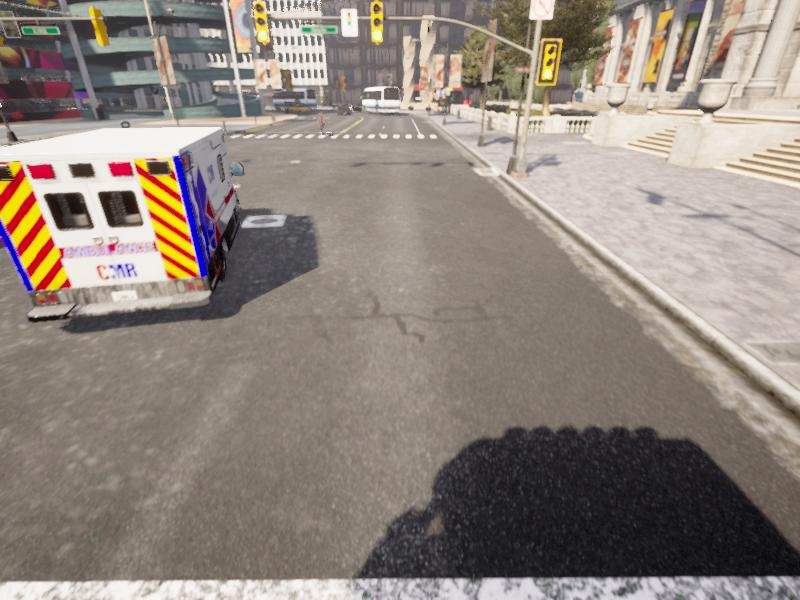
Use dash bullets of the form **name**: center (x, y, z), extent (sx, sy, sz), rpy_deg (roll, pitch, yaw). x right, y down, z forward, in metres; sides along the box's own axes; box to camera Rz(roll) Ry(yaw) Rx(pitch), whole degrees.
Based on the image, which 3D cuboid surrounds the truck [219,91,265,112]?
- **truck**: center (-32.614, -41.170, 82.822), extent (8.468, 3.827, 2.891), rpy_deg (10, 29, 19)

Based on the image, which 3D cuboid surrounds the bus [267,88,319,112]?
- **bus**: center (-22.804, -42.633, 85.207), extent (10.273, 4.253, 3.944), rpy_deg (14, 30, 25)

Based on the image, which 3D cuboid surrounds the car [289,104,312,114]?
- **car**: center (-18.636, -35.650, 74.555), extent (1.801, 1.575, 5.366), rpy_deg (-21, 34, -34)

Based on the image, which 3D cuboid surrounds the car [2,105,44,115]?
- **car**: center (-62.324, -31.434, 66.207), extent (4.514, 1.523, 2.007), rpy_deg (0, 27, 0)

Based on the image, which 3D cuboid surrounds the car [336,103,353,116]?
- **car**: center (-9.087, -31.098, 65.288), extent (1.905, 1.878, 3.866), rpy_deg (-8, 28, -15)

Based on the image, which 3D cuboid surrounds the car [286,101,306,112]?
- **car**: center (-21.025, -39.084, 80.901), extent (3.866, 1.878, 1.905), rpy_deg (21, 34, 35)

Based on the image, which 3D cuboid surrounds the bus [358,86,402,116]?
- **bus**: center (-3.572, -34.596, 69.516), extent (3.944, 4.253, 10.273), rpy_deg (-12, 29, -22)

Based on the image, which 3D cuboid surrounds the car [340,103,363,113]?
- **car**: center (-9.714, -38.260, 79.597), extent (2.038, 1.542, 4.974), rpy_deg (-21, 34, -34)

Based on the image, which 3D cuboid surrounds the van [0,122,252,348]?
- **van**: center (-4.583, -1.969, 7.832), extent (2.351, 2.431, 6.366), rpy_deg (-6, 28, -13)

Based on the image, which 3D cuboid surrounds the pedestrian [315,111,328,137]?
- **pedestrian**: center (-6.329, -14.267, 32.408), extent (0.751, 1.860, 0.751), rpy_deg (-1, 27, -2)

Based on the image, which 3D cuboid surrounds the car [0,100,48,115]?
- **car**: center (-62.265, -31.783, 66.029), extent (5.566, 2.045, 2.435), rpy_deg (0, 27, 0)
